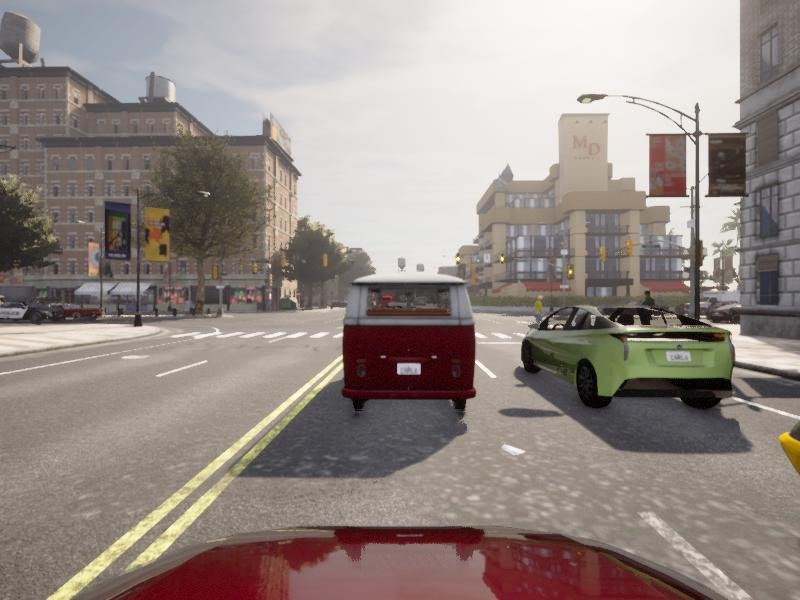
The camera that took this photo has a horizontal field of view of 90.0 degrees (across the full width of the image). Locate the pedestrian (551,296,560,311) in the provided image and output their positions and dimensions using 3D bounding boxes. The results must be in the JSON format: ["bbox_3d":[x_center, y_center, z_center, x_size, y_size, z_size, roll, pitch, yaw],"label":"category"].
[{"bbox_3d":[19.391,0.485,49.887,0.751,1.860,0.751,0,0,2],"label":"pedestrian"}]

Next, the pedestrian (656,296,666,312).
[{"bbox_3d":[32.309,0.485,49.578,0.751,1.860,0.751,0,0,1],"label":"pedestrian"}]

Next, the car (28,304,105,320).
[{"bbox_3d":[-26.970,0.944,32.407,4.718,1.301,1.895,0,0,2],"label":"car"}]

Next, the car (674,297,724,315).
[{"bbox_3d":[31.579,0.644,42.354,3.866,1.878,1.905,0,0,2],"label":"car"}]

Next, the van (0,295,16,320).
[{"bbox_3d":[-34.324,0.599,32.603,4.442,1.987,1.775,0,0,2],"label":"van"}]

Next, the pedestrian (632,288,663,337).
[{"bbox_3d":[9.804,0.485,15.846,0.751,1.860,0.751,0,0,-19],"label":"pedestrian"}]

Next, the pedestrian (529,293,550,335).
[{"bbox_3d":[6.367,0.637,18.258,0.751,1.860,0.751,0,0,4],"label":"pedestrian"}]

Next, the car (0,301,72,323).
[{"bbox_3d":[-26.979,0.826,28.906,4.974,1.542,2.038,0,0,2],"label":"car"}]

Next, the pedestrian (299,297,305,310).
[{"bbox_3d":[-14.687,0.485,59.946,0.751,1.860,0.751,0,0,-9],"label":"pedestrian"}]

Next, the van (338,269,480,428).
[{"bbox_3d":[0.158,0.600,7.227,1.775,1.987,4.442,0,0,1],"label":"van"}]

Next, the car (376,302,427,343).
[{"bbox_3d":[-0.069,0.854,17.098,1.816,1.474,4.193,0,0,-5],"label":"car"}]

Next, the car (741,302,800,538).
[{"bbox_3d":[3.515,0.801,0.443,1.801,1.575,5.366,0,0,1],"label":"car"}]

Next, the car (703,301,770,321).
[{"bbox_3d":[26.008,0.826,30.995,3.633,1.501,1.845,0,0,2],"label":"car"}]

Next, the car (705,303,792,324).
[{"bbox_3d":[23.877,0.907,27.552,4.181,1.385,1.994,0,0,2],"label":"car"}]

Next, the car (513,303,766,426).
[{"bbox_3d":[3.660,0.828,7.318,2.007,1.525,4.514,0,0,1],"label":"car"}]

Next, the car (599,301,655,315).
[{"bbox_3d":[24.081,0.851,42.552,4.792,1.488,2.163,0,0,2],"label":"car"}]

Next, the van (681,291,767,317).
[{"bbox_3d":[31.303,0.378,38.861,6.366,2.431,2.351,0,0,2],"label":"van"}]

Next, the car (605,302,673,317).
[{"bbox_3d":[23.253,0.894,39.070,5.357,1.411,2.033,0,0,1],"label":"car"}]
